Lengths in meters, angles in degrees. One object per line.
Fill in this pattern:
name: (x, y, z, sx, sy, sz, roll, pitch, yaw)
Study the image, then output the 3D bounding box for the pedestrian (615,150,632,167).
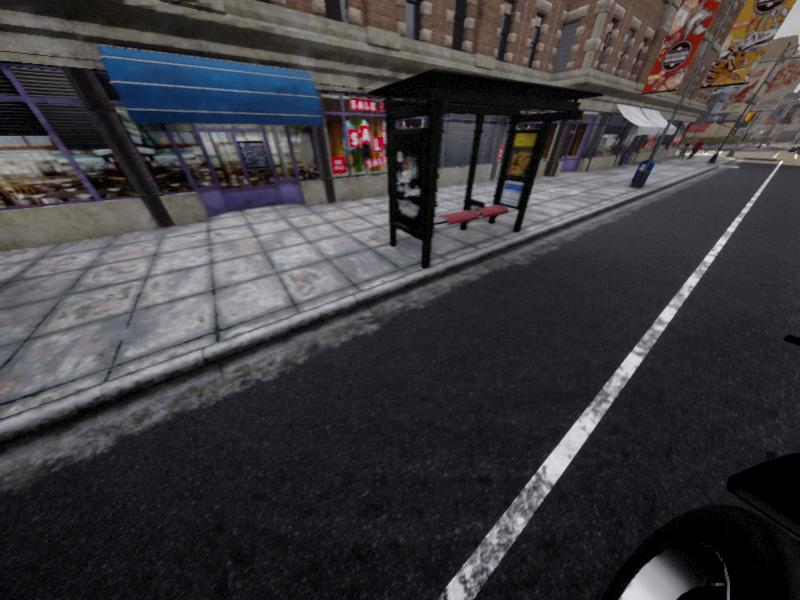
pedestrian: (17.996, -11.407, 18.643, 0.500, 1.100, 0.500, -24, 42, -30)

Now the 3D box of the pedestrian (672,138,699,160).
pedestrian: (29.166, -15.468, 23.630, 0.751, 1.860, 0.751, -15, 38, -20)

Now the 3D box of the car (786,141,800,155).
car: (55.226, -19.787, 30.077, 2.038, 1.542, 4.974, -23, 41, -28)

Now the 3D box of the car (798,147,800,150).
car: (73.678, -27.768, 41.335, 5.357, 1.411, 2.033, -22, 41, -28)

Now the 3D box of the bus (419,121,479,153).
bus: (8.823, -29.189, 41.523, 10.273, 4.253, 3.944, -22, 41, -28)

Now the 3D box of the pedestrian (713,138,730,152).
pedestrian: (50.440, -24.350, 36.275, 0.751, 1.860, 0.751, -25, 42, -30)

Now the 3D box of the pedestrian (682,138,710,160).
pedestrian: (29.467, -15.030, 23.005, 0.751, 1.860, 0.751, -16, 38, -21)
